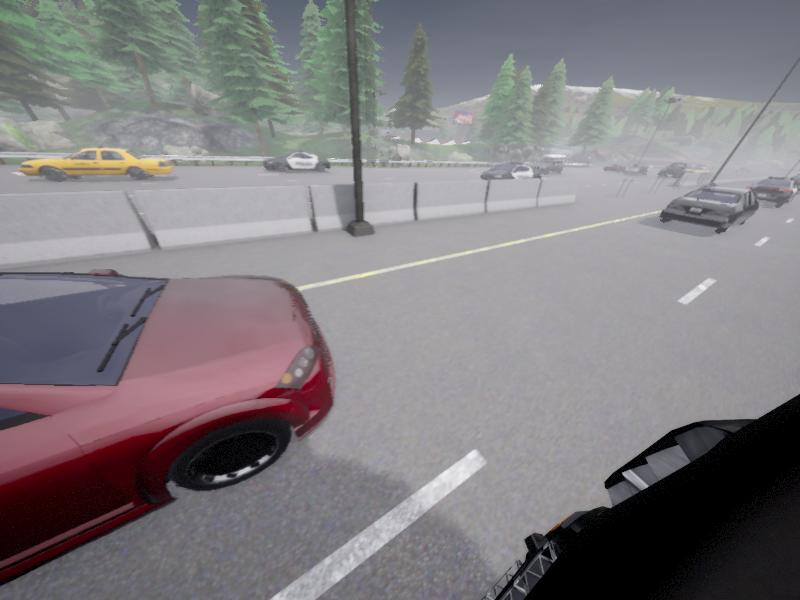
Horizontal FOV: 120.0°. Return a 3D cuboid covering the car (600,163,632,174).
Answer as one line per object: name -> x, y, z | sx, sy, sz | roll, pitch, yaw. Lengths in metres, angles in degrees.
car -> 35.010, -21.365, 37.432 | 4.718, 1.301, 1.895 | -16, 38, -26

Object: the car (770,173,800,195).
car -> 38.784, -11.304, 22.460 | 4.974, 1.542, 2.038 | -17, 38, -25

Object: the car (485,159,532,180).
car -> 10.012, -12.094, 21.431 | 3.633, 1.501, 1.845 | -16, 38, -27

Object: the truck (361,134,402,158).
truck -> -4.030, -34.155, 51.277 | 8.468, 3.827, 2.891 | 8, 34, 7

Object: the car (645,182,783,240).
car -> 12.628, -3.769, 9.286 | 5.357, 1.411, 2.033 | -16, 38, -26

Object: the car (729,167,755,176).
car -> 76.420, -28.743, 51.609 | 5.027, 1.651, 2.152 | -16, 38, -26

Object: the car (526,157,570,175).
car -> 18.516, -16.775, 28.960 | 4.611, 1.667, 2.242 | -16, 38, -26

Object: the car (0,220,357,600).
car -> -2.682, 0.622, 1.563 | 4.181, 1.385, 1.994 | -16, 38, -26

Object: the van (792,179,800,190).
van -> 46.634, -13.633, 25.629 | 5.915, 2.561, 1.988 | -20, 40, -30

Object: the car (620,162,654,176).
car -> 34.592, -19.128, 33.771 | 3.988, 1.617, 1.851 | -16, 38, -26

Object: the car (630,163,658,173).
car -> 44.680, -24.193, 42.274 | 4.674, 1.442, 1.812 | -16, 38, -26

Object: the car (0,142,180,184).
car -> -15.333, -7.071, 11.924 | 5.366, 1.575, 1.801 | -16, 38, -26

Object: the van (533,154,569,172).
van -> 22.430, -20.330, 34.234 | 4.480, 2.038, 2.069 | -18, 39, -27

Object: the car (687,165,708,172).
car -> 72.884, -32.209, 56.558 | 4.718, 1.301, 1.895 | -16, 38, -26

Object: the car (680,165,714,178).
car -> 47.608, -20.594, 36.990 | 5.366, 1.575, 1.801 | -16, 38, -26

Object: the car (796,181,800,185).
car -> 57.167, -16.572, 31.745 | 4.514, 1.525, 2.007 | -16, 38, -26

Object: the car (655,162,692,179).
car -> 37.877, -17.939, 31.986 | 3.866, 1.878, 1.905 | -16, 38, -26

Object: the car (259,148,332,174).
car -> -8.362, -11.292, 18.824 | 4.974, 1.542, 2.038 | -16, 38, -26

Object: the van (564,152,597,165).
van -> 46.164, -36.360, 59.225 | 1.988, 2.561, 5.915 | -16, 38, -26

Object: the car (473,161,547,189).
car -> 8.096, -9.264, 17.049 | 4.974, 1.542, 2.038 | -16, 38, -26

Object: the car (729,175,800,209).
car -> 24.518, -7.231, 15.251 | 4.974, 1.542, 2.038 | -16, 38, -26
